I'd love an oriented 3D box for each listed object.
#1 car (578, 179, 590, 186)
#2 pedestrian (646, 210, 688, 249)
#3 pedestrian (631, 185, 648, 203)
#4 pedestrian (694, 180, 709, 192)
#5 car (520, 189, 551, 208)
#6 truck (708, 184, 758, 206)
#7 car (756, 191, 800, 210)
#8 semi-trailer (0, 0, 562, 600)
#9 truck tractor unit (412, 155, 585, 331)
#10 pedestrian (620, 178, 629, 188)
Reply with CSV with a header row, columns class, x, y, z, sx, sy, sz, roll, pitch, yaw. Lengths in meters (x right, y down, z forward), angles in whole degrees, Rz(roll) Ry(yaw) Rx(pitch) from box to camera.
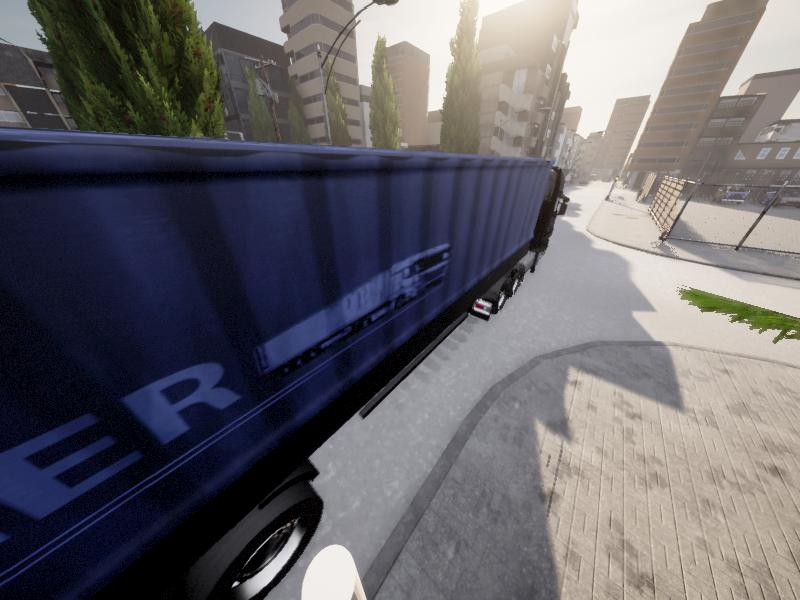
class,x,y,z,sx,sy,sz,roll,pitch,yaw
car,49.013,-31.361,61.455,1.895,1.301,4.718,23,37,34
pedestrian,14.318,-3.792,12.439,0.751,1.860,0.751,22,36,33
pedestrian,29.592,-13.089,28.561,0.751,1.860,0.751,23,37,34
pedestrian,53.520,-20.258,40.959,0.751,1.860,0.751,16,34,26
car,16.042,-12.014,27.288,2.007,1.525,4.514,23,37,34
truck,40.630,-13.001,28.353,2.069,2.038,4.478,23,37,34
car,43.557,-11.395,26.194,2.033,1.415,5.357,23,37,34
semi-trailer,-1.373,0.266,3.124,2.717,4.402,14.254,23,37,34
truck tractor unit,3.695,-2.691,8.436,3.053,4.208,6.516,23,37,34
pedestrian,47.472,-24.769,48.772,0.751,1.860,0.751,26,39,37
